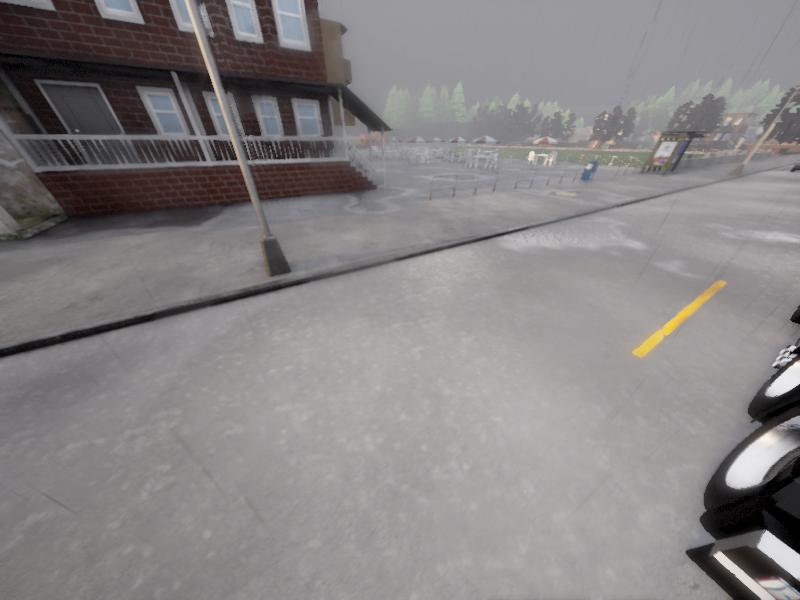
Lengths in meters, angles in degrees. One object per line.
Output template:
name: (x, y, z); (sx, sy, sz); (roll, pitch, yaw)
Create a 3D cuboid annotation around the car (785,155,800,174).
car: (37.076, -12.154, 20.517); (5.357, 1.411, 2.033); (-18, 39, -24)

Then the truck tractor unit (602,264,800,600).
truck tractor unit: (5.110, -0.301, 0.781); (6.516, 4.208, 3.053); (-18, 39, -24)
